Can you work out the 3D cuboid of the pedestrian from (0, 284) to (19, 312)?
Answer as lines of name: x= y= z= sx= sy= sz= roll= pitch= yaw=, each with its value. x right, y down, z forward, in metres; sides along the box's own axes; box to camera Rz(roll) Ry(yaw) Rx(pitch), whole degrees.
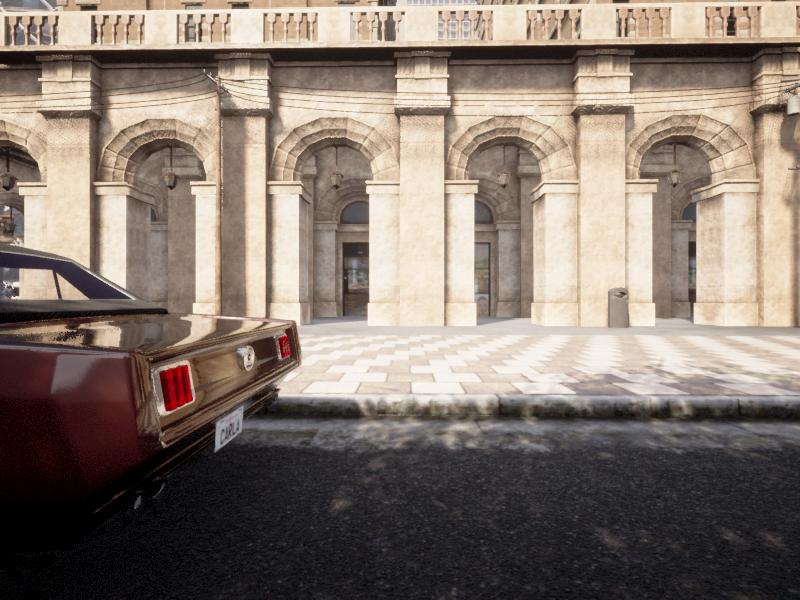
pedestrian: x=-25.986 y=-0.115 z=26.543 sx=0.751 sy=1.860 sz=0.751 roll=0 pitch=0 yaw=10

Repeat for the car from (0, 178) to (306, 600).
car: x=-3.058 y=0.338 z=2.008 sx=4.718 sy=1.301 sz=1.895 roll=0 pitch=0 yaw=1
